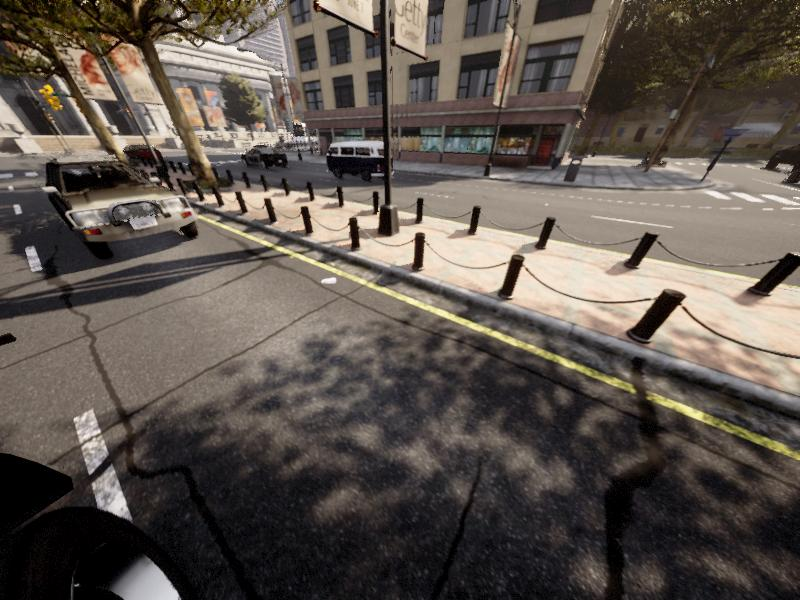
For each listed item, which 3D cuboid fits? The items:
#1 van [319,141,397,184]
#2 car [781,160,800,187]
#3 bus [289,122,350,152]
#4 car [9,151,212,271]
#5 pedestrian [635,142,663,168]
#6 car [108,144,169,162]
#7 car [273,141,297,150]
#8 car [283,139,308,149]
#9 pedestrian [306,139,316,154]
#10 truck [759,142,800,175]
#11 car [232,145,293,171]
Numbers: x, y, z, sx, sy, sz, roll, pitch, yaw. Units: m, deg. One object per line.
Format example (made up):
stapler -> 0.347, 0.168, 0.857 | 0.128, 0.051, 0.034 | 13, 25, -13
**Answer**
van -> -2.601, -8.804, 14.609 | 4.480, 2.038, 2.069 | 22, 41, 28
car -> 24.154, -6.999, 12.636 | 1.851, 1.617, 3.988 | 22, 41, 28
bus -> -15.108, -31.418, 44.685 | 3.944, 4.253, 10.273 | 22, 41, 28
car -> -7.289, -2.561, 5.857 | 4.605, 1.855, 1.932 | 22, 40, 28
pedestrian -> 21.574, -12.645, 20.100 | 0.751, 1.860, 0.751 | 13, 37, 18
car -> -28.200, -15.907, 24.976 | 4.792, 1.488, 2.163 | 13, 37, 17
car -> -24.467, -33.068, 49.328 | 1.970, 1.475, 3.806 | 22, 41, 28
car -> -21.486, -32.263, 47.640 | 1.851, 1.617, 3.988 | 22, 41, 28
pedestrian -> -13.026, -22.531, 33.858 | 0.751, 1.860, 0.751 | 17, 39, 23
truck -> 33.615, -11.607, 18.818 | 2.390, 2.098, 6.274 | 21, 40, 27
car -> -11.913, -12.403, 19.993 | 5.238, 1.638, 1.930 | 22, 41, 28
